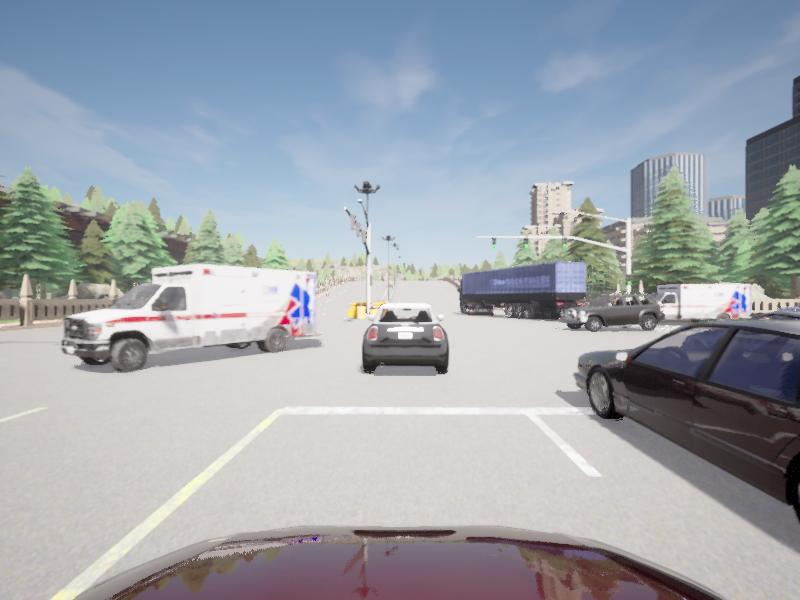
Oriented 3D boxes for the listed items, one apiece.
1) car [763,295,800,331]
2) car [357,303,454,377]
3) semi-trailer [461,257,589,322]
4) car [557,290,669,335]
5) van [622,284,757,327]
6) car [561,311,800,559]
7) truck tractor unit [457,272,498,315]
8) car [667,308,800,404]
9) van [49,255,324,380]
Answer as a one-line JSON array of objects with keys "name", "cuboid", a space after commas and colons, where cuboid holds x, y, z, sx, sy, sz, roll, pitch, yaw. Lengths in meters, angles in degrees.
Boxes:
[{"name": "car", "cuboid": [21.871, 0.631, 20.522, 4.553, 1.767, 2.097, 0, 0, 1]}, {"name": "car", "cuboid": [0.153, 0.822, 10.054, 1.970, 1.475, 3.806, 0, 0, 1]}, {"name": "semi-trailer", "cuboid": [9.623, -0.728, 34.067, 2.717, 4.402, 14.254, -1, 0, -17]}, {"name": "car", "cuboid": [10.598, 0.577, 20.059, 4.605, 1.855, 1.932, -3, 1, -7]}, {"name": "van", "cuboid": [17.275, 0.304, 24.170, 6.366, 2.431, 2.351, 0, 0, 2]}, {"name": "car", "cuboid": [3.504, 0.883, 3.650, 2.033, 1.411, 5.357, 0, 0, 1]}, {"name": "truck tractor unit", "cuboid": [7.878, -0.647, 41.715, 3.053, 4.208, 6.516, 0, 1, 1]}, {"name": "car", "cuboid": [7.084, 0.885, 7.070, 1.994, 1.385, 4.181, 0, 0, 1]}, {"name": "van", "cuboid": [-5.238, 0.344, 11.116, 2.351, 2.431, 6.366, -1, 0, 33]}]
